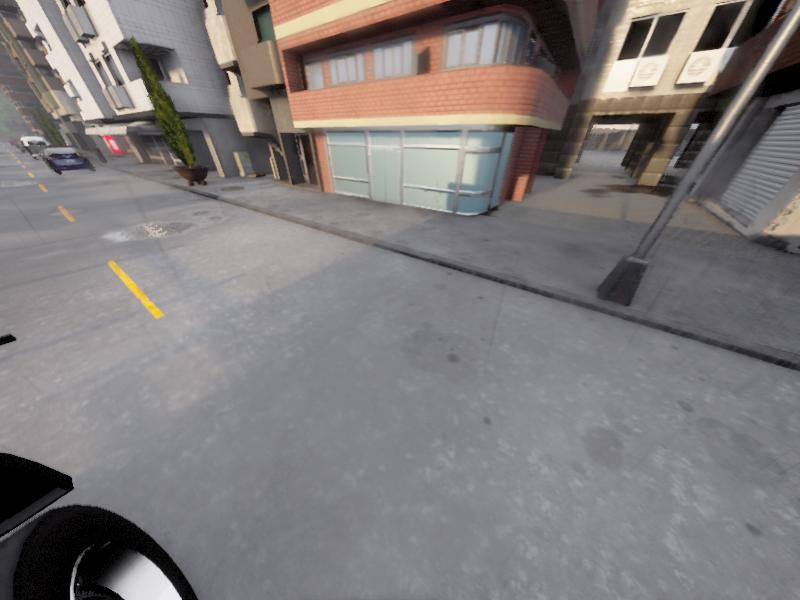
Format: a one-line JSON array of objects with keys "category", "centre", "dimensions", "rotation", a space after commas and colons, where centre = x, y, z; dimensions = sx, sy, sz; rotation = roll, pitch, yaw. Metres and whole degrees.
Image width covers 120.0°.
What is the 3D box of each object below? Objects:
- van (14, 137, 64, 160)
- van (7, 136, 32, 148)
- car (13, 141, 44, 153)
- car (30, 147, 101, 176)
[{"category": "van", "centre": [-40.276, -16.945, 25.779], "dimensions": [4.480, 2.038, 2.069], "rotation": [22, 41, 28]}, {"category": "van", "centre": [-77.335, -32.052, 46.892], "dimensions": [4.442, 1.987, 1.775], "rotation": [22, 41, 28]}, {"category": "car", "centre": [-57.851, -23.886, 35.942], "dimensions": [3.806, 1.475, 1.970], "rotation": [22, 41, 28]}, {"category": "car", "centre": [-24.702, -10.358, 17.074], "dimensions": [4.792, 1.488, 2.163], "rotation": [22, 41, 28]}]
